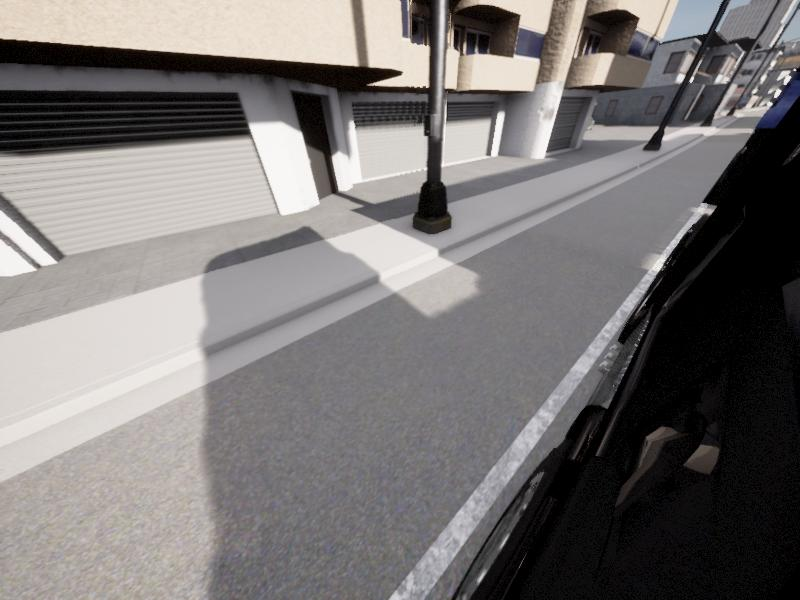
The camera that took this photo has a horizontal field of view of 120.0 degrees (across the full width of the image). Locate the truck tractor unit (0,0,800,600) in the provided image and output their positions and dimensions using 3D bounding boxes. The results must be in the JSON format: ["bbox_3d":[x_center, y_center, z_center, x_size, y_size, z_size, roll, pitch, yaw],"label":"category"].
[{"bbox_3d":[2.645,-0.295,0.352,6.516,4.208,3.053,-28,44,-30],"label":"truck tractor unit"}]

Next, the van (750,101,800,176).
[{"bbox_3d":[17.994,-7.132,9.778,6.366,2.431,2.351,-28,44,-28],"label":"van"}]

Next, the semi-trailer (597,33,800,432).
[{"bbox_3d":[8.748,-3.581,4.164,14.254,4.402,2.717,-28,43,-29],"label":"semi-trailer"}]

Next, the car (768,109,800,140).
[{"bbox_3d":[29.004,-12.642,16.572,4.902,1.511,2.128,-29,44,-27],"label":"car"}]
